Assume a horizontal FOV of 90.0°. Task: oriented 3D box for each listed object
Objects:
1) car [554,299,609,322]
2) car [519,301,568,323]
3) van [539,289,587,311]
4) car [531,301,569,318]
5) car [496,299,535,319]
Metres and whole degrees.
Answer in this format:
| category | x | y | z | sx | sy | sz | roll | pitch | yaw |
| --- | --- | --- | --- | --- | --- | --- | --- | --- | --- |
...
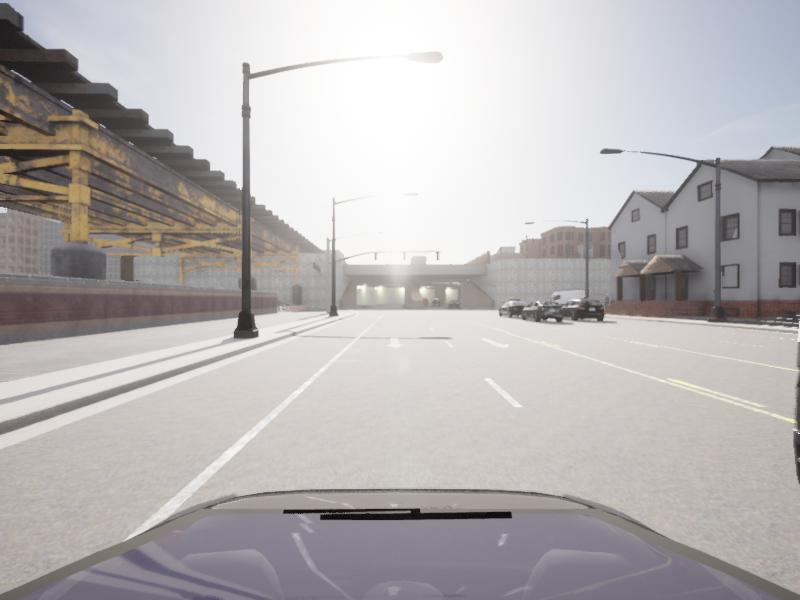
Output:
| category | x | y | z | sx | sy | sz | roll | pitch | yaw |
| --- | --- | --- | --- | --- | --- | --- | --- | --- | --- |
| car | 13.995 | 0.750 | 31.254 | 2.242 | 1.667 | 4.611 | 0 | 0 | 0 |
| car | 10.498 | 0.823 | 29.670 | 2.007 | 1.525 | 4.514 | 0 | 0 | 0 |
| van | 23.061 | 0.028 | 56.680 | 5.915 | 2.561 | 1.988 | -4 | 0 | 0 |
| car | 14.115 | 0.863 | 38.009 | 1.812 | 1.442 | 4.674 | 0 | 0 | -1 |
| car | 10.502 | 0.764 | 36.759 | 1.930 | 1.638 | 5.238 | 0 | 0 | -1 |
